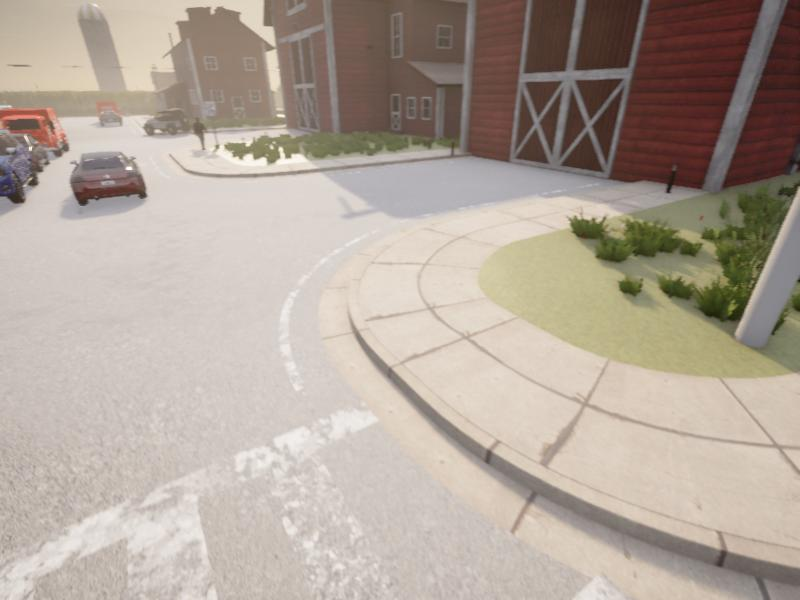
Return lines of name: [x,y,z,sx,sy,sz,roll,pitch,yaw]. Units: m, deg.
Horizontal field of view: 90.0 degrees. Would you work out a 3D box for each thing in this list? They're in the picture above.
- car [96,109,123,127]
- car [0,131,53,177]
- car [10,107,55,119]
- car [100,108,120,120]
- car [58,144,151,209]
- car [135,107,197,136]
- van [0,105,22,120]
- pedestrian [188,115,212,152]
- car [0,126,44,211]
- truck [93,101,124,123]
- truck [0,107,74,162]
car: [-34.448,-21.658,47.515,2.152,1.651,5.027,-17,31,-29]
car: [-17.584,-6.788,18.407,1.789,1.549,3.705,-17,31,-29]
car: [-60.097,-30.626,65.500,4.974,1.542,2.038,-16,31,-28]
car: [-42.974,-27.632,59.368,2.038,1.542,4.974,-17,31,-28]
car: [-10.109,-4.406,13.841,1.994,1.385,4.181,-17,31,-28]
car: [-19.764,-15.099,33.869,3.866,1.878,1.905,5,33,14]
van: [-61.295,-28.585,61.077,4.480,2.038,2.069,-16,31,-28]
pedestrian: [-11.411,-9.502,22.839,0.751,1.860,0.751,-18,32,-31]
car: [-13.992,-4.483,13.325,2.150,2.045,5.566,-17,31,-28]
truck: [-38.399,-24.826,52.783,2.627,2.467,5.204,-17,30,-28]
truck: [-21.111,-9.677,23.078,2.627,2.467,5.204,-17,31,-28]
